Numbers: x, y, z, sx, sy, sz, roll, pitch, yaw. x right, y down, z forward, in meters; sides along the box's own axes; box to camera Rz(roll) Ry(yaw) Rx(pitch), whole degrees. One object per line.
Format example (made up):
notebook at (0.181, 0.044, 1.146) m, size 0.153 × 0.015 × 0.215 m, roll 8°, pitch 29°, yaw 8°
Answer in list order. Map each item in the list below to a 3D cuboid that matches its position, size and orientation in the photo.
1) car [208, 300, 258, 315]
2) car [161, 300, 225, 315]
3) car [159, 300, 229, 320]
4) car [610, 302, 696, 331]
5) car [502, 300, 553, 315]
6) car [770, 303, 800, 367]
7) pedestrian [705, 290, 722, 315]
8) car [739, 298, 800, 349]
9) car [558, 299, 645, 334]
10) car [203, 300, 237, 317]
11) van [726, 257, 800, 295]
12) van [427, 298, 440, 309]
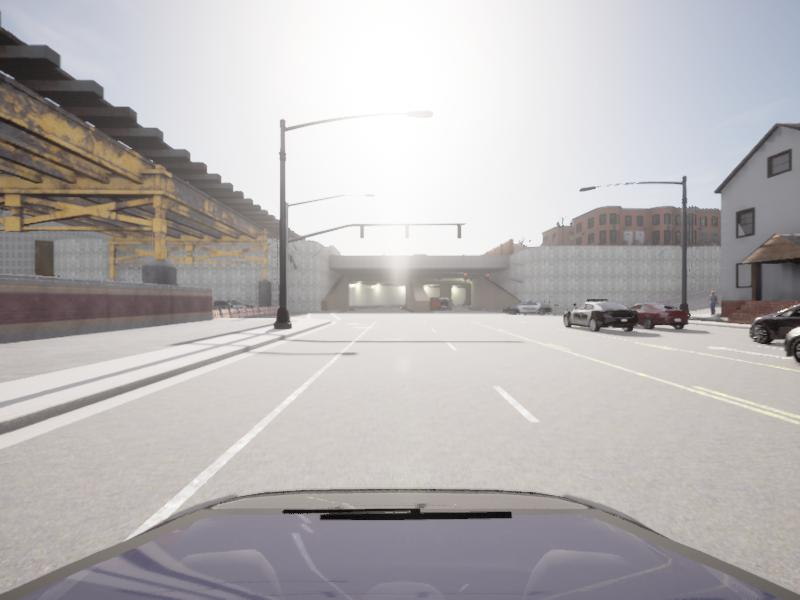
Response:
car at (-18.465, 0.793, 44.437) m, size 2.038 × 1.542 × 4.974 m, roll 0°, pitch 0°, yaw 29°
car at (-17.701, 0.636, 34.424) m, size 1.853 × 1.218 × 4.536 m, roll 0°, pitch 0°, yaw 44°
car at (-17.665, 0.794, 34.462) m, size 2.038 × 1.542 × 4.974 m, roll 0°, pitch 0°, yaw 44°
car at (14.118, 0.868, 22.703) m, size 1.812 × 1.442 × 4.674 m, roll 0°, pitch 0°, yaw -1°
car at (13.753, 0.825, 43.158) m, size 4.974 × 1.542 × 2.038 m, roll 0°, pitch -1°, yaw 26°
car at (10.501, 0.828, 8.018) m, size 2.007 × 1.525 × 4.514 m, roll 0°, pitch 0°, yaw 0°
pedestrian at (23.499, 0.207, 30.003) m, size 0.751 × 1.860 × 0.751 m, roll 0°, pitch 0°, yaw -18°
car at (13.997, 0.754, 12.905) m, size 2.242 × 1.667 × 4.611 m, roll 0°, pitch 0°, yaw 0°
car at (10.506, 0.770, 21.454) m, size 1.930 × 1.638 × 5.238 m, roll 0°, pitch 0°, yaw -1°
car at (-17.676, 0.793, 39.070) m, size 2.038 × 1.542 × 4.974 m, roll 0°, pitch 0°, yaw -36°
van at (37.764, -2.422, 41.483) m, size 5.915 × 2.561 × 1.988 m, roll -14°, pitch 0°, yaw 0°
van at (5.968, 0.595, 70.945) m, size 1.775 × 1.987 × 4.442 m, roll 0°, pitch 0°, yaw -1°
